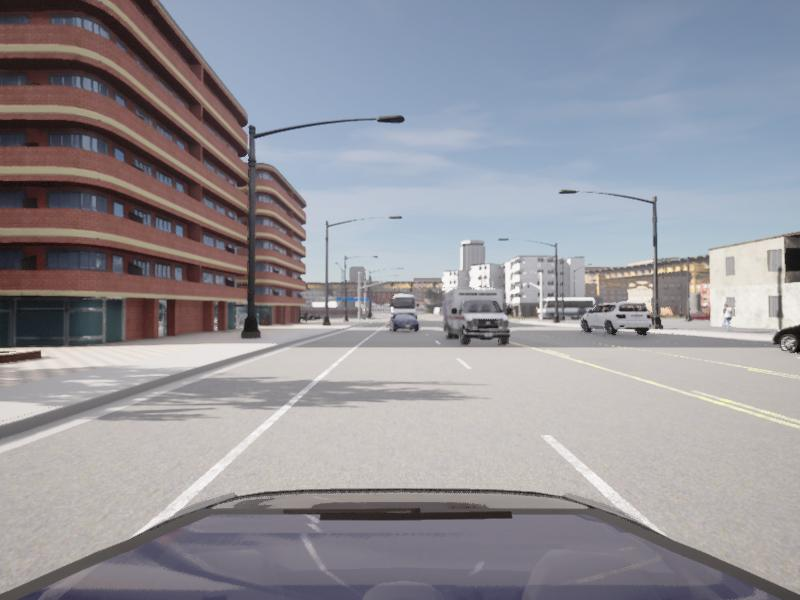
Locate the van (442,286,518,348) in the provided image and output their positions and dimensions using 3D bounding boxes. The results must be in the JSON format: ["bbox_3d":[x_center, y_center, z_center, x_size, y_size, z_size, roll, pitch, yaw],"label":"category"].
[{"bbox_3d":[3.499,0.785,19.020,2.351,2.431,6.366,0,-2,0],"label":"van"}]

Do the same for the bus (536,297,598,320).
[{"bbox_3d":[31.732,1.699,76.385,10.273,4.253,3.944,0,-1,0],"label":"bus"}]

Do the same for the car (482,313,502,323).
[{"bbox_3d":[14.021,2.699,61.211,1.882,1.535,5.008,0,-2,1],"label":"car"}]

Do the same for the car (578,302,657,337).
[{"bbox_3d":[13.907,1.231,26.052,2.150,2.045,5.566,0,-2,1],"label":"car"}]

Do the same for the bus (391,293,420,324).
[{"bbox_3d":[0.615,1.325,60.699,3.944,4.253,10.273,0,-2,-2],"label":"bus"}]

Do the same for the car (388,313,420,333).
[{"bbox_3d":[0.235,1.721,31.223,1.812,1.442,4.674,0,-2,-8],"label":"car"}]

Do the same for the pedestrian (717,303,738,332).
[{"bbox_3d":[21.178,1.142,25.909,0.751,1.860,0.751,0,-1,5],"label":"pedestrian"}]

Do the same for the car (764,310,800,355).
[{"bbox_3d":[13.999,1.054,12.263,1.816,1.474,4.193,0,-1,0],"label":"car"}]
